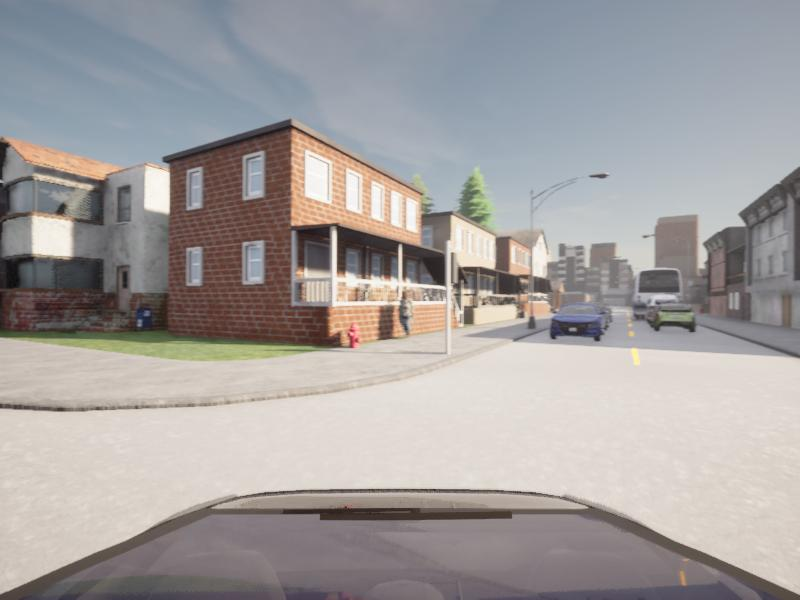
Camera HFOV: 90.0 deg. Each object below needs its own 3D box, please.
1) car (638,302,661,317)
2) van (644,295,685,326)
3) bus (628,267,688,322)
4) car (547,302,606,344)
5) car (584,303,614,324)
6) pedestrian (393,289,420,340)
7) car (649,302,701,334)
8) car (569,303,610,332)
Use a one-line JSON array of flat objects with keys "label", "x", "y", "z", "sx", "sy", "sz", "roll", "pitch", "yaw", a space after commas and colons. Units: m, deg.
[{"label": "car", "x": 27.759, "y": 0.981, "z": 44.568, "sx": 2.007, "sy": 1.525, "sz": 4.514, "roll": 0, "pitch": 0, "yaw": 29}, {"label": "van", "x": 18.382, "y": 0.672, "z": 27.996, "sx": 2.069, "sy": 2.038, "sz": 4.480, "roll": 0, "pitch": 0, "yaw": 29}, {"label": "bus", "x": 22.768, "y": -0.409, "z": 35.990, "sx": 3.944, "sy": 4.253, "sz": 10.273, "roll": 0, "pitch": 0, "yaw": 29}, {"label": "car", "x": 7.891, "y": 0.872, "z": 17.579, "sx": 1.882, "sy": 1.535, "sz": 5.008, "roll": 0, "pitch": 0, "yaw": 29}, {"label": "car", "x": 15.332, "y": 0.945, "z": 30.729, "sx": 1.816, "sy": 1.474, "sz": 4.193, "roll": 0, "pitch": 0, "yaw": 29}, {"label": "pedestrian", "x": 0.240, "y": 0.541, "z": 15.048, "sx": 0.751, "sy": 1.860, "sz": 0.751, "roll": 0, "pitch": 0, "yaw": 27}, {"label": "car", "x": 15.081, "y": 0.910, "z": 22.184, "sx": 2.007, "sy": 1.525, "sz": 4.514, "roll": 0, "pitch": 0, "yaw": 30}, {"label": "car", "x": 11.191, "y": 0.912, "z": 23.413, "sx": 1.837, "sy": 1.490, "sz": 4.892, "roll": 0, "pitch": 0, "yaw": 29}]
